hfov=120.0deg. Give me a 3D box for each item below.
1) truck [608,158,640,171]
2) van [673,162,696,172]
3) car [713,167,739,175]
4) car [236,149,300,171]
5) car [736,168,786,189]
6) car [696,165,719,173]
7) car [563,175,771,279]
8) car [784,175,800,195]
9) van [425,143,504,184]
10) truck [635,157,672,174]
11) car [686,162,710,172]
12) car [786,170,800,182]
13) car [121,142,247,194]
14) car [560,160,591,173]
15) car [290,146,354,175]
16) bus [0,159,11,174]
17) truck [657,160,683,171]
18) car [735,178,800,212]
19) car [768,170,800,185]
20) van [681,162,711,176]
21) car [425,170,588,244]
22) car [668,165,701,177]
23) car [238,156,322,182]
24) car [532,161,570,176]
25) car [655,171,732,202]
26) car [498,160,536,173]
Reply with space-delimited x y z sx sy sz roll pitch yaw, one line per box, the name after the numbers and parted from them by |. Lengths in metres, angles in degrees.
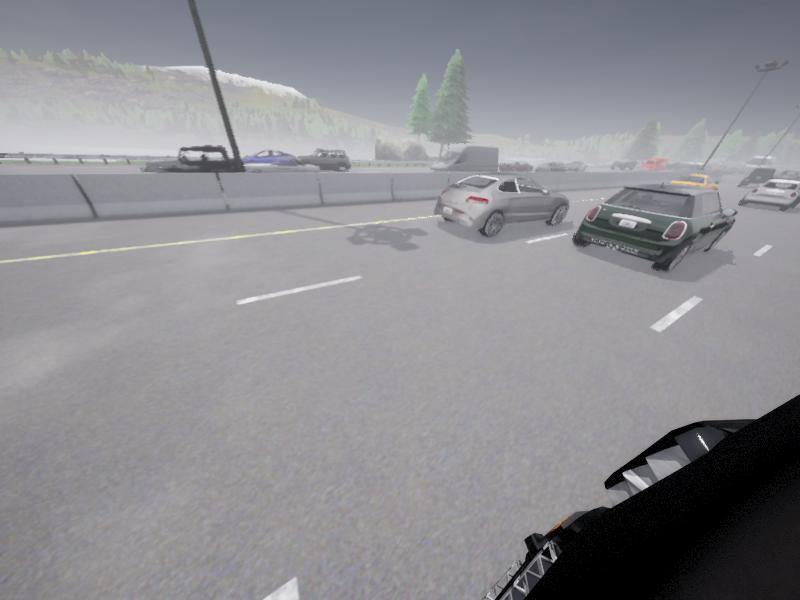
48.154 -29.127 49.656 6.274 2.098 2.390 -15 38 -25 | truck
70.557 -33.036 57.279 4.480 2.038 2.069 -15 38 -25 | van
73.970 -29.309 52.428 4.902 1.511 2.128 -15 38 -25 | car
-11.660 -12.470 20.589 4.514 1.525 2.007 -15 38 -25 | car
40.199 -13.591 25.763 3.866 1.878 1.905 -15 38 -25 | car
74.566 -31.745 56.022 4.974 1.542 2.038 -15 38 -25 | car
7.154 -2.271 6.297 4.553 1.767 2.097 -15 37 -25 | car
39.304 -11.017 22.062 3.988 1.617 1.851 -15 38 -25 | car
5.156 -10.873 18.492 5.915 2.561 1.988 -15 37 -25 | van
48.760 -25.886 44.464 5.204 2.467 2.627 -15 38 -25 | truck
79.518 -35.499 61.658 5.566 2.045 2.150 -15 38 -25 | car
72.169 -22.266 41.457 4.856 1.649 2.033 -15 38 -25 | car
-9.999 -6.445 11.266 3.866 1.878 1.905 -15 38 -25 | car
28.545 -21.727 37.543 4.974 1.542 2.038 -21 40 -32 | car
-6.513 -11.815 19.662 4.605 1.855 1.932 -15 37 -26 | car
-26.684 -7.181 9.011 10.273 4.253 3.944 -15 38 -25 | bus
71.170 -35.444 60.904 6.274 2.098 2.390 -15 38 -25 | truck
23.293 -6.568 14.274 3.806 1.475 1.970 -15 38 -25 | car
57.941 -18.369 34.495 4.611 1.667 2.242 -15 38 -25 | car
57.617 -25.516 44.952 4.480 2.038 2.069 -15 38 -25 | van
3.621 -3.440 7.965 5.027 1.651 2.152 -15 38 -25 | car
50.295 -22.827 40.847 4.902 1.511 2.128 -15 38 -25 | car
-8.033 -8.948 15.737 4.718 1.301 1.895 -15 38 -25 | car
18.805 -16.389 28.802 4.193 1.474 1.816 -15 38 -25 | car
20.837 -8.148 16.389 5.366 1.575 1.801 -15 38 -25 | car
15.466 -17.611 30.568 4.718 1.301 1.895 -15 38 -25 | car
